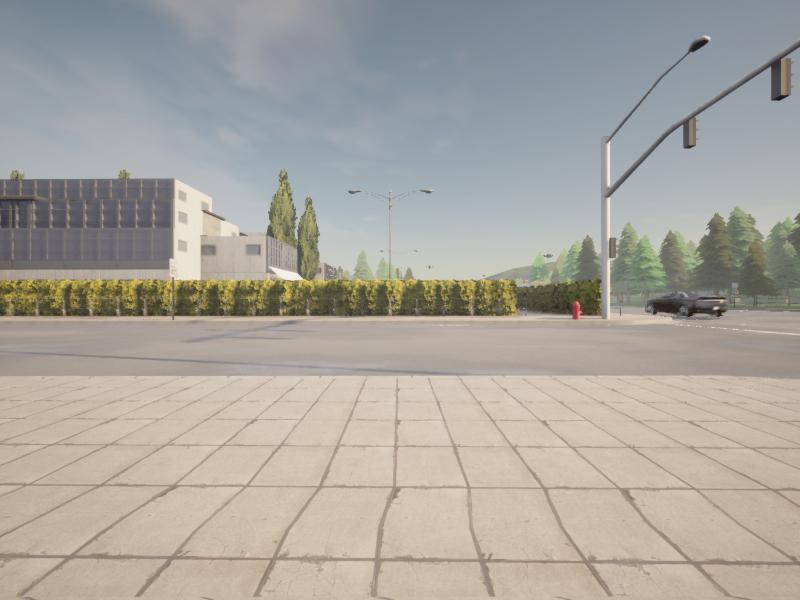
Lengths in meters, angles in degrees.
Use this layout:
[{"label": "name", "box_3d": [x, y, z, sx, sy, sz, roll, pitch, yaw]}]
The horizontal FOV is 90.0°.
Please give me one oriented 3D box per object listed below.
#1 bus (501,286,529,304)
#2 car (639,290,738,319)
[{"label": "bus", "box_3d": [27.664, -1.162, 96.812, 3.944, 4.253, 10.273, 0, 0, 1]}, {"label": "car", "box_3d": [16.111, 0.224, 22.791, 2.128, 1.511, 4.902, 0, 0, 0]}]
